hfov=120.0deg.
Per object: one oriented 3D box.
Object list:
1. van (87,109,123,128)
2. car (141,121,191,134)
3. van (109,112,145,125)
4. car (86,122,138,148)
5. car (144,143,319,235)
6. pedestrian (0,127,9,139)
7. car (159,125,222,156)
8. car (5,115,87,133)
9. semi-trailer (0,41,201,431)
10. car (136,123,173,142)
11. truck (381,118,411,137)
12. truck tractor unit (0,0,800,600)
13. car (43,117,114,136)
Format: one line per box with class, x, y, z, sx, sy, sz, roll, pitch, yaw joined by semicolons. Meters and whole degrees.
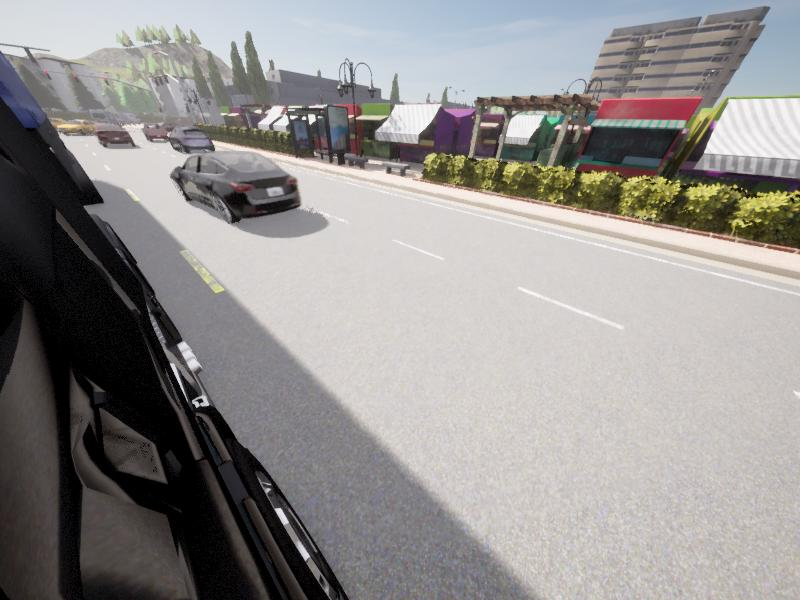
van;-55.508;-34.188;43.631;1.988;2.561;5.915;-18;42;-25
car;-35.662;-26.376;35.375;2.163;1.488;4.792;21;41;23
van;-70.368;-46.925;59.822;2.351;2.431;6.366;-3;37;-8
car;-24.004;-13.767;19.227;5.008;1.535;1.882;29;44;30
car;-4.958;-3.539;6.821;4.792;1.488;2.163;25;42;27
pedestrian;-35.496;-15.092;19.956;0.751;1.860;0.751;11;38;11
car;-15.834;-12.094;17.434;4.856;1.649;2.033;29;44;30
car;-43.689;-21.892;28.794;1.801;1.575;5.366;30;45;31
semi-trailer;-8.682;-3.619;4.239;14.254;4.402;2.717;28;44;30
car;-25.603;-17.494;24.110;3.633;1.501;1.845;31;45;33
truck;-1.091;-46.416;62.372;2.891;3.827;8.468;30;44;31
truck tractor unit;-2.645;-0.295;0.351;6.516;4.208;3.053;28;44;30
car;-37.138;-20.244;27.007;1.801;1.575;5.366;-5;38;-10
